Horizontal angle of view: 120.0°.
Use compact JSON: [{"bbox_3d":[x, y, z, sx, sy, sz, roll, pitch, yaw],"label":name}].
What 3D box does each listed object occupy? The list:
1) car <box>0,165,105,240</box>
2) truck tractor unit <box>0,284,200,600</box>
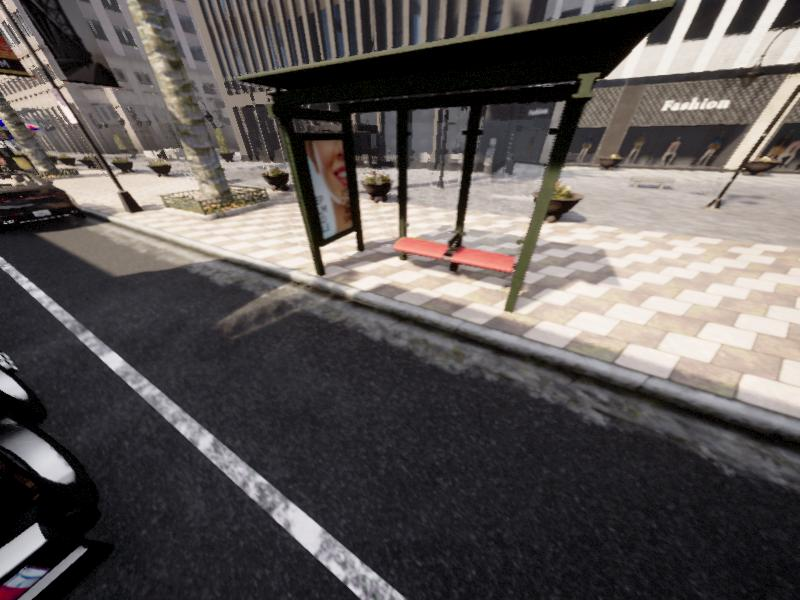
[{"bbox_3d":[-13.015,-3.486,7.791,4.892,1.521,2.231,16,38,23],"label":"car"},{"bbox_3d":[-5.147,-0.261,0.739,6.516,4.208,3.053,17,38,23],"label":"truck tractor unit"}]
